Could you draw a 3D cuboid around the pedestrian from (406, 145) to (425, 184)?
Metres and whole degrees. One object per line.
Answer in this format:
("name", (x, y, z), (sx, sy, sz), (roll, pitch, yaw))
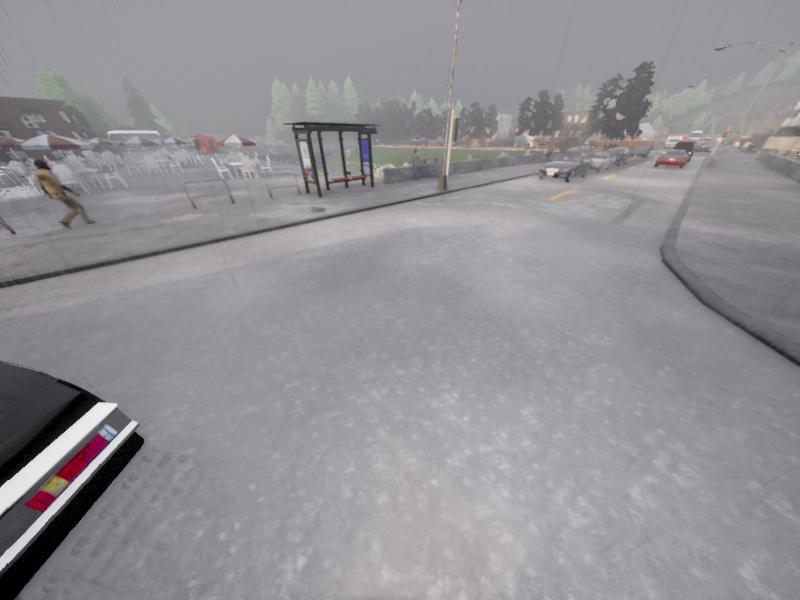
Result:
("pedestrian", (0.872, -7.841, 13.363), (0.751, 1.860, 0.751), (24, 42, 31))

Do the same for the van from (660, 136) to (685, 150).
("van", (61.006, -35.150, 51.614), (6.366, 2.431, 2.351), (-27, 43, -33))

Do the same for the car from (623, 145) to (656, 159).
("car", (31.795, -19.637, 30.584), (5.357, 1.411, 2.033), (-28, 43, -34))

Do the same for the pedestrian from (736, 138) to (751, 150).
("pedestrian", (65.291, -29.724, 43.886), (0.751, 1.860, 0.751), (-26, 42, -32))

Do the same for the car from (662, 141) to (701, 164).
("car", (30.461, -16.036, 25.005), (3.866, 1.878, 1.905), (-27, 43, -33))

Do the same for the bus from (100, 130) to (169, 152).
("bus", (-65.753, -39.675, 57.745), (10.273, 4.253, 3.944), (-27, 43, -33))

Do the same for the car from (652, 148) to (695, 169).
("car", (25.154, -13.060, 21.251), (4.181, 1.385, 1.994), (-29, 44, -34))

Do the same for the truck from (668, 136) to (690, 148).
("truck", (73.116, -41.438, 60.462), (5.204, 2.467, 2.627), (-27, 43, -33))

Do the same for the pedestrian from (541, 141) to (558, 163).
("pedestrian", (15.789, -15.639, 24.385), (0.751, 1.860, 0.751), (-27, 43, -33))

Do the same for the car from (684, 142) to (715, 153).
("car", (52.744, -26.979, 40.820), (1.970, 1.475, 3.806), (17, 39, 23))

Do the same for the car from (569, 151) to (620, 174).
("car", (16.065, -11.413, 19.047), (4.718, 1.301, 1.895), (-27, 43, -33))

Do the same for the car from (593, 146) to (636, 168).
("car", (21.085, -14.097, 22.663), (4.892, 1.490, 1.837), (-28, 43, -32))

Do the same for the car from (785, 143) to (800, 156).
("car", (56.346, -20.002, 30.776), (1.837, 1.490, 4.892), (-27, 43, -33))

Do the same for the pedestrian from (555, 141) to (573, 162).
("pedestrian", (17.317, -15.711, 24.472), (0.751, 1.860, 0.751), (-20, 39, -26))

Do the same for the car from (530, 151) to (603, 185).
("car", (10.956, -8.783, 15.142), (4.902, 1.511, 2.128), (-27, 43, -32))

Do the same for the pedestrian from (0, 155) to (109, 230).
("pedestrian", (-9.897, -3.105, 6.728), (0.751, 1.860, 0.751), (9, 36, 13))
